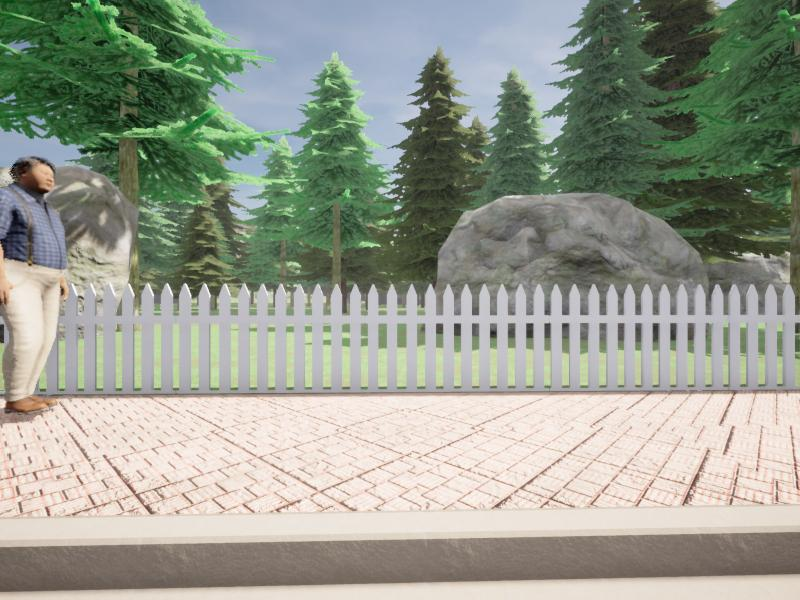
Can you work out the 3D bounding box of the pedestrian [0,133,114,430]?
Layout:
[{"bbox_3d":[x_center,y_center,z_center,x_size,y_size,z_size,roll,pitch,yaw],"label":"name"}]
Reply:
[{"bbox_3d":[-2.689,-0.115,2.871,0.751,1.860,0.751,0,0,-2],"label":"pedestrian"}]
